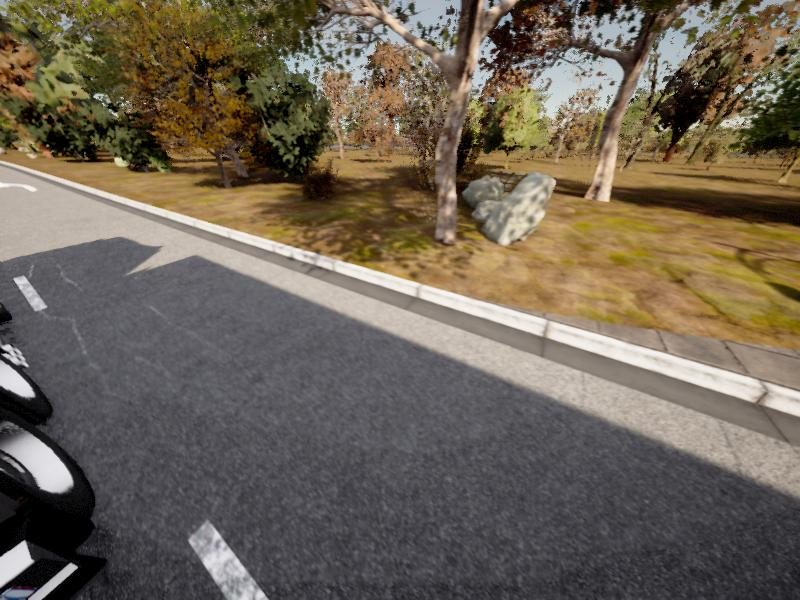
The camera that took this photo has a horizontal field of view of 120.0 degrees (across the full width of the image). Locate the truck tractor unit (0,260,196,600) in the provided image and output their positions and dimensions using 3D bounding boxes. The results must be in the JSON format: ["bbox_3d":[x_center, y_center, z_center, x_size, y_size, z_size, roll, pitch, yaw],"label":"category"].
[{"bbox_3d":[-5.101,-0.312,0.786,6.516,4.208,3.053,19,39,24],"label":"truck tractor unit"}]
